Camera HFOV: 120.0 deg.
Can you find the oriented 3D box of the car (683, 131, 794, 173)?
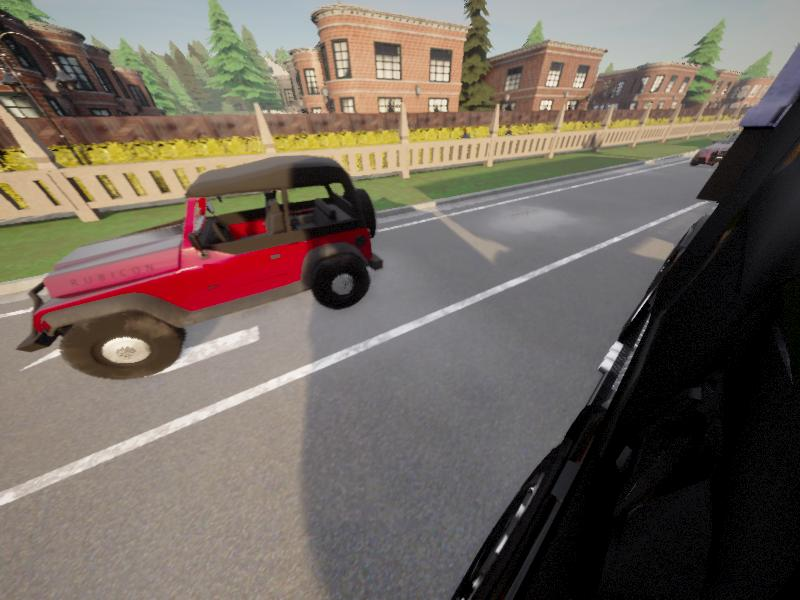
[{"bbox_3d":[16.880,-7.501,11.570,4.181,1.385,1.994,-20,40,-22],"label":"car"}]

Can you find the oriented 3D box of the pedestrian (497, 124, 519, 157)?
[{"bbox_3d":[7.672,-11.333,16.444,0.751,1.860,0.751,-20,41,-22],"label":"pedestrian"}]

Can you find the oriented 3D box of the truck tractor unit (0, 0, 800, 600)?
[{"bbox_3d":[2.645,-0.295,0.351,6.516,4.208,3.053,-28,44,-30],"label":"truck tractor unit"}]

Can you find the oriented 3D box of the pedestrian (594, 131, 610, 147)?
[{"bbox_3d":[17.916,-14.296,20.481,0.500,1.100,0.500,-20,40,-22],"label":"pedestrian"}]

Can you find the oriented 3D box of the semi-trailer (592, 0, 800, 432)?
[{"bbox_3d":[9.079,-3.296,3.840,14.254,4.402,2.717,-23,41,-26],"label":"semi-trailer"}]

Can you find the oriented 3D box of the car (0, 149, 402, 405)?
[{"bbox_3d":[-2.149,-0.782,3.195,3.866,1.878,1.905,-20,40,-22],"label":"car"}]

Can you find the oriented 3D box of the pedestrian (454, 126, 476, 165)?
[{"bbox_3d":[3.925,-9.389,14.056,0.751,1.860,0.751,-21,41,-24],"label":"pedestrian"}]
